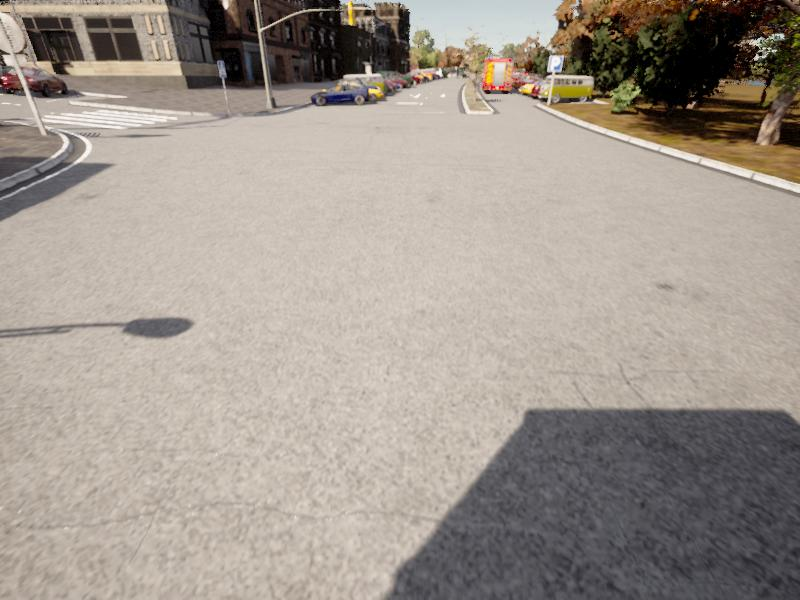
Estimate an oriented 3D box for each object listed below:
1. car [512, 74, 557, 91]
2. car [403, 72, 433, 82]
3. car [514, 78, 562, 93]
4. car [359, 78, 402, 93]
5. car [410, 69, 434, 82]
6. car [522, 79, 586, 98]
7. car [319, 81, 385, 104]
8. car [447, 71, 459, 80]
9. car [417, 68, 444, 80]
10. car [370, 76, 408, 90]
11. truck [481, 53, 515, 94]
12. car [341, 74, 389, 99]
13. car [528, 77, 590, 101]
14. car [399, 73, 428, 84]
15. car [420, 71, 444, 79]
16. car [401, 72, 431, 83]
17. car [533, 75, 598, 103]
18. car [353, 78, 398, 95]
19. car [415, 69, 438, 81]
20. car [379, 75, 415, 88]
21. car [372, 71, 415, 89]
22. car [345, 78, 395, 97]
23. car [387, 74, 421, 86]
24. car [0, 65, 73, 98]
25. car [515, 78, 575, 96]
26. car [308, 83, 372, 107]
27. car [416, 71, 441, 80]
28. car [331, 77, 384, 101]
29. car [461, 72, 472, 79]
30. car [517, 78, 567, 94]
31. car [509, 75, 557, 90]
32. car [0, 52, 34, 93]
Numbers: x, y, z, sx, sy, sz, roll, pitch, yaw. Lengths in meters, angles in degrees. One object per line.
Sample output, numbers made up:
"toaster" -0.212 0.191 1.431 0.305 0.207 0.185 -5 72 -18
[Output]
"car" 16.436 -26.703 49.093 4.553 1.767 2.185 -5 31 -10
"car" 3.354 -42.111 75.606 5.366 1.575 1.946 -5 31 -7
"car" 16.020 -25.076 46.658 4.674 1.452 2.002 -5 31 -10
"car" -2.326 -25.508 47.477 4.674 1.452 2.002 -7 31 -10
"car" 4.267 -43.832 78.077 4.442 1.987 1.878 -5 30 -7
"car" 14.985 -20.664 39.090 5.366 1.575 1.946 -6 31 -11
"car" -4.108 -17.975 34.584 5.366 1.575 1.946 -8 31 -11
"car" 11.908 -50.501 89.793 2.242 1.667 4.611 6 31 11
"car" 6.640 -49.813 88.184 5.566 2.045 2.435 -5 31 -6
"car" -1.411 -28.535 52.620 4.674 1.452 2.002 -7 31 -9
"truck" 11.291 -26.490 46.744 2.891 3.827 8.468 4 31 7
"car" -3.448 -21.199 39.627 4.442 1.987 1.878 -7 31 -11
"car" 14.399 -19.256 36.456 4.553 1.767 2.185 -6 31 -11
"car" 2.341 -39.127 70.540 4.892 1.521 2.231 -5 31 -7
"car" 7.298 -51.093 90.850 5.008 1.535 2.097 -5 30 -6
"car" 2.918 -40.631 73.093 5.008 1.535 2.097 -5 30 -7
"car" 13.966 -17.839 33.852 4.442 1.987 1.878 -6 32 -11
"car" -2.748 -23.989 44.896 4.674 1.452 2.002 -7 31 -10
"car" 5.520 -46.823 83.155 4.442 1.987 1.878 -5 30 -6
"car" -0.439 -31.597 57.745 5.008 1.535 2.097 -6 30 -9
"car" -0.911 -30.307 55.056 5.566 2.045 2.435 -6 30 -9
"car" -3.171 -22.507 42.300 4.892 1.521 2.231 -7 31 -10
"car" 0.624 -34.612 62.866 5.008 1.535 2.097 -6 31 -8
"car" -21.672 -13.006 23.779 2.002 1.452 4.674 -5 30 -19
"car" 15.015 -22.114 41.545 5.366 1.575 1.946 -6 31 -11
"car" -4.802 -16.427 32.036 4.792 1.488 2.163 -8 31 -12
"car" 6.037 -48.109 85.787 5.008 1.535 2.097 -5 30 -6
"car" -3.965 -19.574 37.066 4.553 1.767 2.185 -8 31 -11
"car" 14.832 -50.075 89.267 1.895 1.301 4.718 6 31 11
"car" 15.598 -23.588 44.133 4.674 1.452 2.002 -5 31 -10
"car" 17.106 -28.102 51.712 5.366 1.575 1.946 -5 31 -9
"car" -24.664 -13.549 23.588 2.435 2.045 5.566 -5 30 -19
